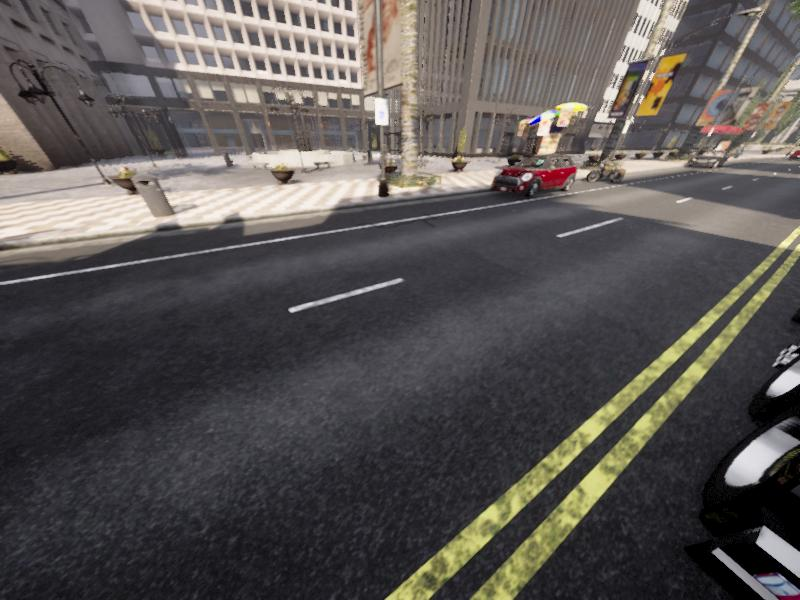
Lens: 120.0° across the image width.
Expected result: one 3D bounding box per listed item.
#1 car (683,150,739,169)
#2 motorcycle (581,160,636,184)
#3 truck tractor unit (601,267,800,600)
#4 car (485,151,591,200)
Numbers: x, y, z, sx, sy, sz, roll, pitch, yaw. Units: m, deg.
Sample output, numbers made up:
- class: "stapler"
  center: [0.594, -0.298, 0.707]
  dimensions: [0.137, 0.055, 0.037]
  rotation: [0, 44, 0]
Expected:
- class: "car"
  center: [32.478, -14.740, 24.136]
  dimensions: [4.892, 1.521, 2.231]
  rotation: [-18, 39, -24]
- class: "motorcycle"
  center: [13.487, -8.330, 15.018]
  dimensions: [2.356, 1.277, 0.764]
  rotation: [0, 35, 0]
- class: "truck tractor unit"
  center: [5.122, -0.288, 0.775]
  dimensions: [6.516, 4.208, 3.053]
  rotation: [-18, 39, -24]
- class: "car"
  center: [7.046, -6.563, 11.919]
  dimensions: [4.553, 1.767, 2.185]
  rotation: [-18, 39, -24]
